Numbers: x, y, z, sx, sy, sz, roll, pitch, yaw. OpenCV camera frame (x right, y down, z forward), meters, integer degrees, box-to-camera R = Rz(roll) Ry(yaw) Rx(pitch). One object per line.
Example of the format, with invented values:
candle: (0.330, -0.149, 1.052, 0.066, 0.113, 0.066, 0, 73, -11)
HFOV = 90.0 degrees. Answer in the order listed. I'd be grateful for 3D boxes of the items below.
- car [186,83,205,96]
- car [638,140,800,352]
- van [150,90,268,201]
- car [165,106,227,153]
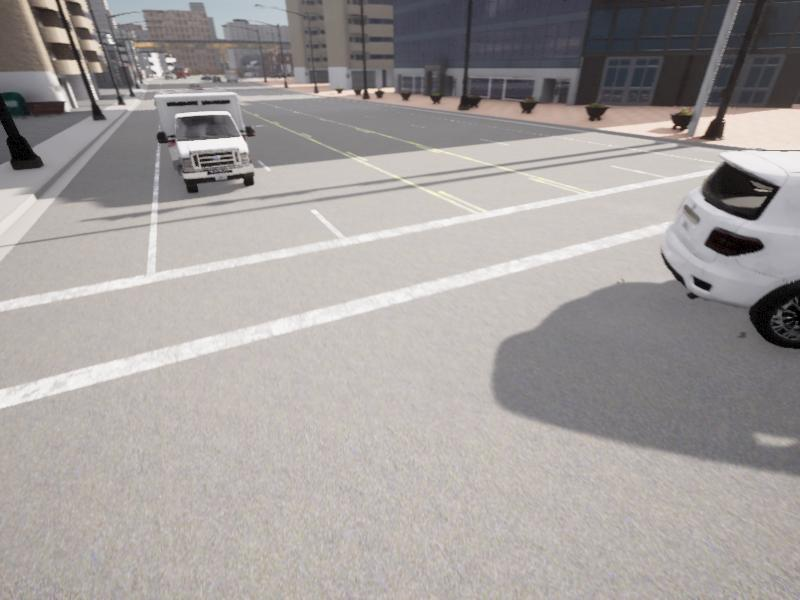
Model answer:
car: (-34.290, -35.356, 67.026, 2.242, 1.667, 4.611, -15, 34, -23)
car: (6.495, -0.575, 4.856, 5.566, 2.045, 2.150, 8, 32, 15)
van: (-6.404, -5.403, 13.138, 2.351, 2.431, 6.366, -15, 33, -23)
car: (-9.997, -8.415, 19.430, 2.128, 1.511, 4.902, -15, 33, -23)
